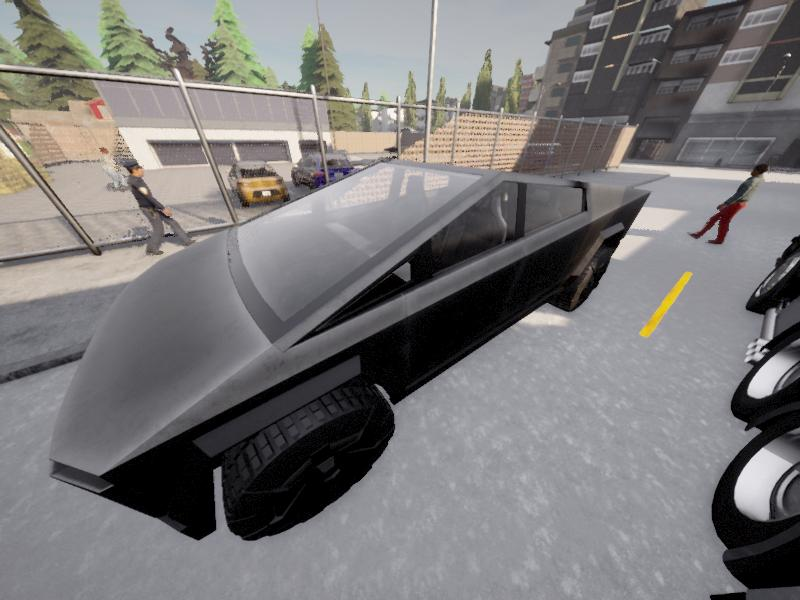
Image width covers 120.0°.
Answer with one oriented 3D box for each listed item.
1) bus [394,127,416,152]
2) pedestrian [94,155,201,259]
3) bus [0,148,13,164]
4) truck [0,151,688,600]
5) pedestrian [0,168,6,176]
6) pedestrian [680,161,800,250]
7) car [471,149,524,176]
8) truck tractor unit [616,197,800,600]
[{"bbox_3d":[1.385,-37.121,53.420,3.944,4.253,10.273,1,35,6],"label":"bus"},{"bbox_3d":[-5.186,-1.942,4.887,0.751,1.860,0.751,-29,44,-35],"label":"pedestrian"},{"bbox_3d":[-45.774,-15.662,22.381,10.273,4.253,3.944,9,36,12],"label":"bus"},{"bbox_3d":[0.639,-0.580,2.992,6.274,2.098,2.390,-22,41,-29],"label":"truck"},{"bbox_3d":[-27.150,-9.054,14.902,0.751,1.860,0.751,-21,40,-28],"label":"pedestrian"},{"bbox_3d":[8.257,-2.324,5.717,0.751,1.860,0.751,-15,38,-21],"label":"pedestrian"},{"bbox_3d":[7.589,-10.794,18.048,3.705,1.547,1.789,-22,41,-29],"label":"car"},{"bbox_3d":[4.992,-0.404,0.933,6.516,4.208,3.053,-23,41,-29],"label":"truck tractor unit"}]
